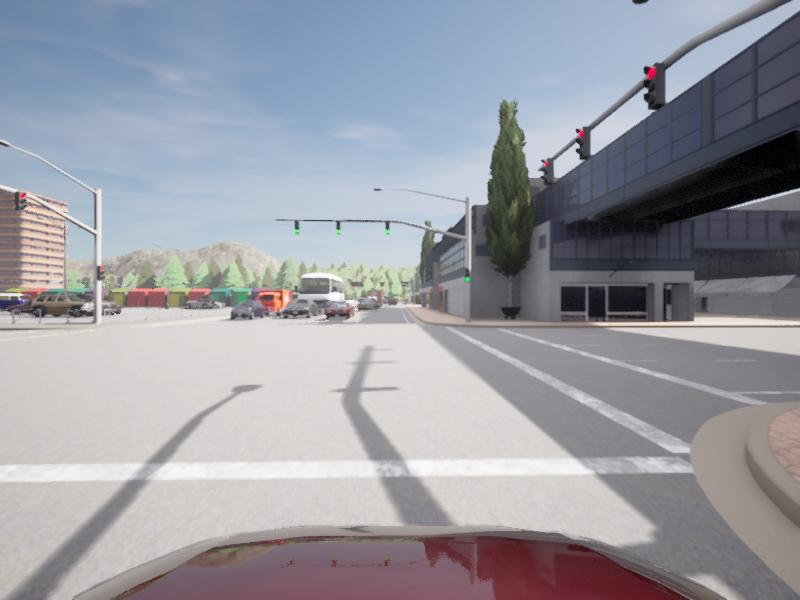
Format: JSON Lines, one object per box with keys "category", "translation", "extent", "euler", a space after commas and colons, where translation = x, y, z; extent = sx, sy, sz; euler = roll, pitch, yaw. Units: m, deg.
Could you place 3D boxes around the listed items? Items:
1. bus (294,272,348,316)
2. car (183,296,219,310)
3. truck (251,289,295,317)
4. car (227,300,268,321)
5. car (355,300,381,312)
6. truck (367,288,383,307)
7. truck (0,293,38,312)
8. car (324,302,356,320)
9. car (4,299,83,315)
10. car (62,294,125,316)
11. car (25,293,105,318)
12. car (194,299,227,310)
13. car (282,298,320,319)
{"category": "bus", "translation": [-8.264, -0.639, 43.802], "extent": [3.944, 4.253, 10.273], "euler": [0, 0, 0]}
{"category": "car", "translation": [-26.766, 0.371, 53.814], "extent": [3.866, 1.878, 1.905], "euler": [0, 0, -2]}
{"category": "truck", "translation": [-11.846, 0.266, 37.771], "extent": [2.627, 2.467, 5.204], "euler": [0, 0, -1]}
{"category": "car", "translation": [-11.740, 0.753, 30.976], "extent": [1.845, 1.501, 3.633], "euler": [0, 0, -1]}
{"category": "car", "translation": [-4.106, 0.768, 52.777], "extent": [2.033, 1.411, 5.357], "euler": [0, 0, 12]}
{"category": "truck", "translation": [-5.083, -0.523, 82.986], "extent": [2.891, 3.827, 8.468], "euler": [0, 0, 0]}
{"category": "truck", "translation": [-43.966, 0.295, 45.041], "extent": [4.478, 2.038, 2.069], "euler": [0, 0, -2]}
{"category": "car", "translation": [-4.780, 0.866, 32.415], "extent": [1.895, 1.301, 4.718], "euler": [0, 0, -1]}
{"category": "car", "translation": [-32.645, 0.645, 36.718], "extent": [5.357, 1.415, 2.033], "euler": [0, 0, -2]}
{"category": "car", "translation": [-26.124, 0.418, 34.201], "extent": [3.866, 1.878, 1.905], "euler": [0, 0, -2]}
{"category": "car", "translation": [-26.089, 0.422, 31.306], "extent": [4.605, 1.855, 1.932], "euler": [0, 0, -2]}
{"category": "car", "translation": [-26.844, 0.604, 56.709], "extent": [3.806, 1.475, 1.970], "euler": [0, 0, -2]}
{"category": "car", "translation": [-8.310, 0.699, 33.953], "extent": [2.152, 1.651, 5.027], "euler": [0, 0, -2]}
